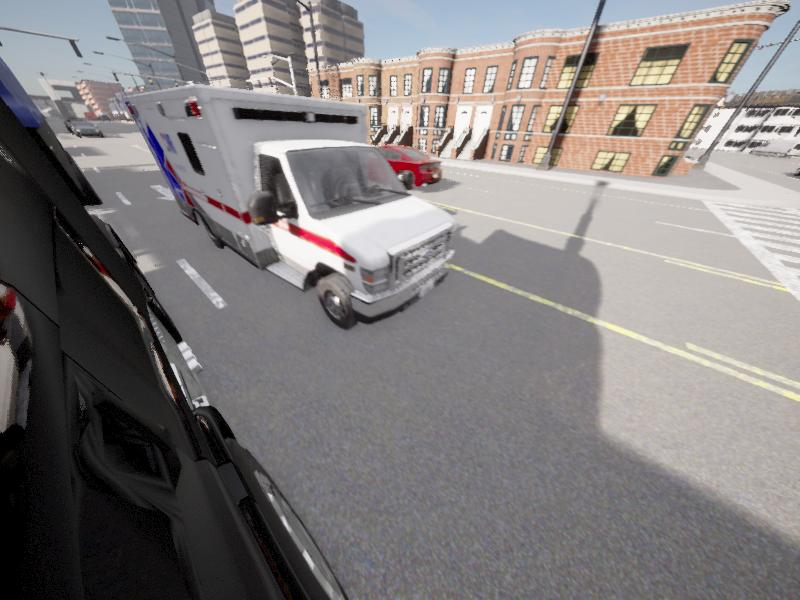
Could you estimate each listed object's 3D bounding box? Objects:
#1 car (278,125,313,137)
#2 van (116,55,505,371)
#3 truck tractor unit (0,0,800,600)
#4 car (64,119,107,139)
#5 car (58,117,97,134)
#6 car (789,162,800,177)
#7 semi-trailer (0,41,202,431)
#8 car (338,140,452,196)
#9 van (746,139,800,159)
[{"bbox_3d":[-18.510,-30.201,41.358,1.930,1.638,5.238,28,44,30],"label":"car"},{"bbox_3d":[-2.066,-1.995,4.136,6.366,2.431,2.351,28,44,30],"label":"van"},{"bbox_3d":[-2.645,-0.295,0.351,6.516,4.208,3.053,28,44,30],"label":"truck tractor unit"},{"bbox_3d":[-34.429,-18.720,25.299,4.974,1.542,2.038,28,44,30],"label":"car"},{"bbox_3d":[-43.045,-23.325,30.823,4.611,1.667,2.242,28,44,30],"label":"car"},{"bbox_3d":[32.488,-9.910,17.366,1.837,1.490,4.892,28,44,30],"label":"car"},{"bbox_3d":[-8.715,-3.589,4.218,14.254,4.402,2.717,28,44,30],"label":"semi-trailer"},{"bbox_3d":[-0.412,-6.214,10.575,5.008,1.535,1.882,28,44,30],"label":"car"},{"bbox_3d":[67.195,-27.057,41.193,1.988,2.561,5.915,5,37,3],"label":"van"}]
